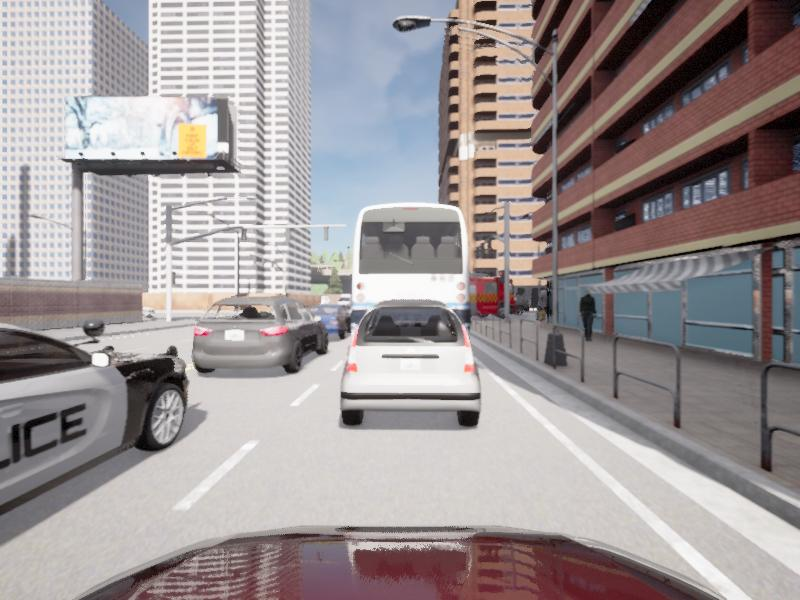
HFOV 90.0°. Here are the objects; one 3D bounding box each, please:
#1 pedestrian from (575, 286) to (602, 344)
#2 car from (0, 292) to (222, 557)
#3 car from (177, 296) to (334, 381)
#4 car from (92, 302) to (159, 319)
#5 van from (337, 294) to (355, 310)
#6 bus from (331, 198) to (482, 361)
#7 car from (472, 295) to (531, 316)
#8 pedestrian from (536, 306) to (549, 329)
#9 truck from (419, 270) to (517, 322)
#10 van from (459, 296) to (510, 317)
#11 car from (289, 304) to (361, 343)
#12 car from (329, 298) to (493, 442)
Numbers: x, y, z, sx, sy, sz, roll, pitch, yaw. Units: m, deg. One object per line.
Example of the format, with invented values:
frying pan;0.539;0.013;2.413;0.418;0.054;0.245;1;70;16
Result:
pedestrian;6.303;0.484;13.413;0.751;1.860;0.751;0;0;22
car;-3.434;0.771;2.804;1.930;1.638;5.238;0;0;2
car;-3.238;0.756;10.183;2.242;1.667;4.611;0;0;1
car;-23.922;0.867;35.000;4.674;1.442;1.812;0;0;2
van;-8.793;0.322;65.738;1.988;2.561;5.915;0;0;1
bus;0.285;-0.535;15.616;3.944;4.253;10.273;0;0;1
car;10.276;0.566;40.817;5.566;2.045;2.150;0;0;0
pedestrian;7.250;0.881;20.333;0.500;1.100;0.500;0;0;4
truck;5.818;-0.323;33.074;8.468;3.827;2.891;0;0;-36
van;7.867;0.596;37.581;4.442;1.987;1.775;0;0;2
car;-3.044;0.894;17.560;2.033;1.411;5.357;0;0;1
car;0.169;0.788;6.526;1.851;1.617;3.988;0;0;1
